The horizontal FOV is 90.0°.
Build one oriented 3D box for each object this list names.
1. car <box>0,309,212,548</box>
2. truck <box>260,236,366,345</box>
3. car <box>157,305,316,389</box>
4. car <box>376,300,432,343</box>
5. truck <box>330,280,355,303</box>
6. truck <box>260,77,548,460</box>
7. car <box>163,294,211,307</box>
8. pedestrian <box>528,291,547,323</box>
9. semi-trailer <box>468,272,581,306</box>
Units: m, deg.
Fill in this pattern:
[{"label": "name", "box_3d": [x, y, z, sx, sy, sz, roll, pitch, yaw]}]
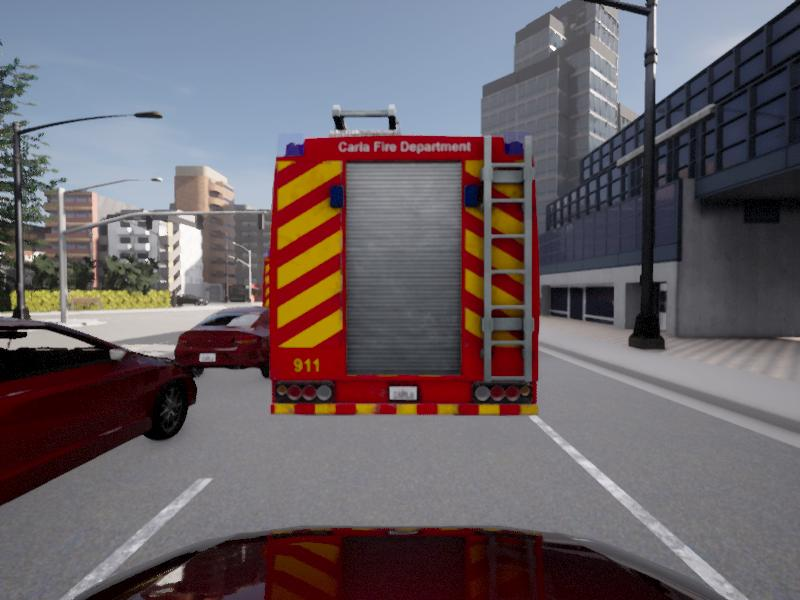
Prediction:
[{"label": "car", "box_3d": [-3.468, 0.854, 3.306, 1.816, 1.474, 4.193, 0, 0, 1]}, {"label": "truck", "box_3d": [-3.409, -0.368, 18.223, 2.891, 3.827, 8.468, 0, 1, 1]}, {"label": "car", "box_3d": [-3.435, 0.875, 9.530, 1.812, 1.442, 4.674, 0, 0, 1]}, {"label": "car", "box_3d": [0.180, 0.787, 17.201, 2.038, 1.542, 4.974, 0, 1, 1]}, {"label": "truck", "box_3d": [-9.772, -1.458, 68.877, 2.891, 3.827, 8.468, 0, 1, 0]}, {"label": "truck", "box_3d": [0.091, -0.316, 8.251, 2.891, 3.827, 8.468, 0, 0, 1]}, {"label": "car", "box_3d": [-27.247, 0.005, 51.334, 5.027, 1.651, 2.152, 0, 2, 1]}, {"label": "pedestrian", "box_3d": [8.000, 0.383, 23.316, 0.751, 1.860, 0.751, 0, 2, -16]}, {"label": "semi-trailer", "box_3d": [16.570, -1.483, 53.984, 14.254, 4.402, 2.717, 0, 2, 1]}]
